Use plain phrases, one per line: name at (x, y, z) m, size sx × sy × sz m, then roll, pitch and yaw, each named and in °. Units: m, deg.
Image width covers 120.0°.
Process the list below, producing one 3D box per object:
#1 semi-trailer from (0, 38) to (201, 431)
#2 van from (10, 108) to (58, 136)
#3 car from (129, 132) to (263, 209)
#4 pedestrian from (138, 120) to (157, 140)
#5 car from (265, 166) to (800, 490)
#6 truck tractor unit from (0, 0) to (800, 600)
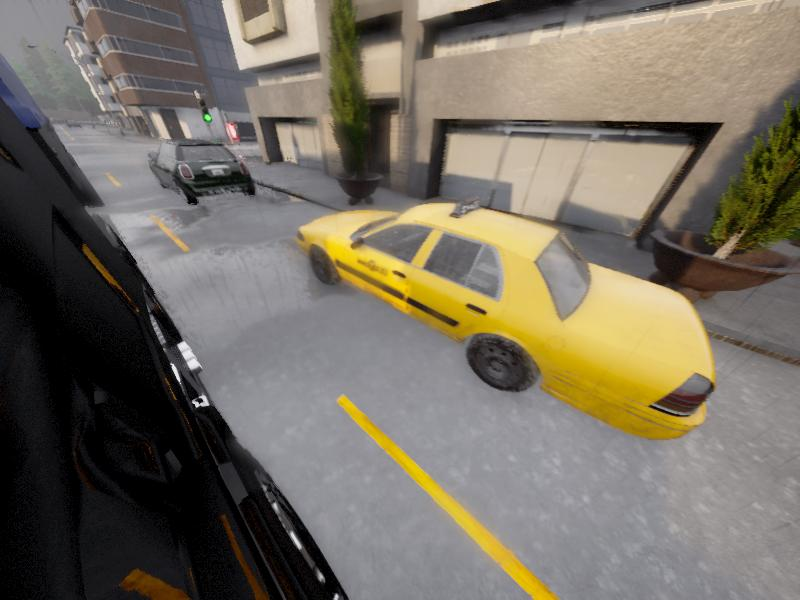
semi-trailer at (-8.702, -3.576, 4.262) m, size 14.254 × 4.402 × 2.717 m, roll 28°, pitch 43°, yaw 30°
van at (-45.081, -21.997, 28.579) m, size 5.915 × 2.561 × 1.988 m, roll 28°, pitch 43°, yaw 30°
car at (-7.358, -4.873, 8.340) m, size 4.553 × 1.767 × 2.097 m, roll 28°, pitch 43°, yaw 30°
pedestrian at (-30.431, -20.490, 27.824) m, size 0.751 × 1.860 × 0.751 m, roll 28°, pitch 43°, yaw 30°
car at (0.531, -0.624, 3.248) m, size 5.366 × 1.575 × 1.801 m, roll 28°, pitch 43°, yaw 30°
truck tractor unit at (-2.645, -0.295, 0.351) m, size 6.516 × 4.208 × 3.053 m, roll 28°, pitch 44°, yaw 30°
